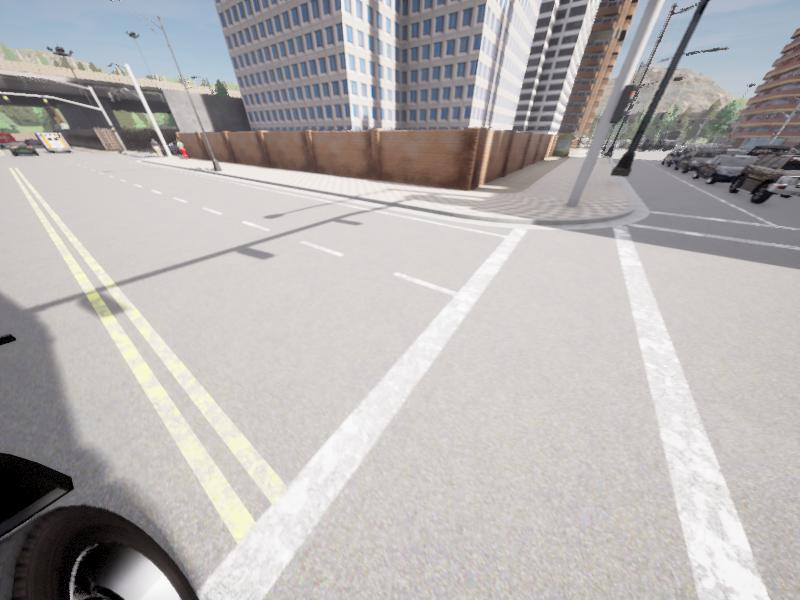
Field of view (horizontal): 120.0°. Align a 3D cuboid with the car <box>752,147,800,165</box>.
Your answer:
[{"bbox_3d":[44.214,-16.985,27.096,1.789,1.549,3.705,22,41,28],"label":"car"}]

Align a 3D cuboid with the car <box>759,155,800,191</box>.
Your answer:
[{"bbox_3d":[23.734,-7.288,13.231,1.812,1.442,4.674,22,41,28],"label":"car"}]

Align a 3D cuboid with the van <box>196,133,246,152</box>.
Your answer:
[{"bbox_3d":[-30.365,-26.839,39.392,1.988,2.561,5.915,22,41,28],"label":"van"}]

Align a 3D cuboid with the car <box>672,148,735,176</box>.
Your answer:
[{"bbox_3d":[24.061,-11.124,18.535,1.851,1.617,3.988,22,41,28],"label":"car"}]

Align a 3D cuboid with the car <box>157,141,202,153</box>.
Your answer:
[{"bbox_3d":[-36.090,-25.244,37.980,1.837,1.490,4.892,23,41,28],"label":"car"}]

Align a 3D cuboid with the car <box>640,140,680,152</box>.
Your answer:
[{"bbox_3d":[58.954,-35.147,52.586,5.566,2.045,2.150,22,41,28],"label":"car"}]

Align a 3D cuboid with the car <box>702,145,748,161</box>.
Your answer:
[{"bbox_3d":[43.214,-19.704,30.880,2.033,1.649,4.856,22,41,28],"label":"car"}]

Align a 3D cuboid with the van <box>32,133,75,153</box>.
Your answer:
[{"bbox_3d":[-53.815,-24.372,35.847,6.366,2.431,2.351,22,41,27],"label":"van"}]

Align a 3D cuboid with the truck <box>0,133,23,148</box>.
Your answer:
[{"bbox_3d":[-82.763,-33.584,48.601,5.204,2.467,2.627,22,41,27],"label":"truck"}]

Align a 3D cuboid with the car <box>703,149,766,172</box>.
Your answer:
[{"bbox_3d":[30.914,-13.147,21.571,1.837,1.490,4.892,22,41,28],"label":"car"}]

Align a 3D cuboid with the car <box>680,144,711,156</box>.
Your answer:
[{"bbox_3d":[50.925,-25.906,39.905,2.007,1.525,4.514,22,41,28],"label":"car"}]

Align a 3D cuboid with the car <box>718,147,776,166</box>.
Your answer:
[{"bbox_3d":[39.325,-16.494,26.388,2.128,1.511,4.902,22,41,28],"label":"car"}]

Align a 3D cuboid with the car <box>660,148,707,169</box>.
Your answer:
[{"bbox_3d":[27.623,-13.962,22.712,1.816,1.474,4.193,22,41,28],"label":"car"}]

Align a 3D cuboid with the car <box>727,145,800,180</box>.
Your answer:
[{"bbox_3d":[27.235,-10.317,17.175,1.905,1.878,3.866,22,41,28],"label":"car"}]

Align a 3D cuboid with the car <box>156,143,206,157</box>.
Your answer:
[{"bbox_3d":[-29.038,-20.049,30.787,1.994,1.385,4.181,18,39,23],"label":"car"}]

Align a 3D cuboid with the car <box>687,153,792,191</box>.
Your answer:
[{"bbox_3d":[20.351,-8.050,14.248,2.163,1.488,4.792,22,41,28],"label":"car"}]

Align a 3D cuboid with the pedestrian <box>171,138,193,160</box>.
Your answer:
[{"bbox_3d":[-22.507,-15.589,23.887,0.751,1.860,0.751,16,38,20],"label":"pedestrian"}]

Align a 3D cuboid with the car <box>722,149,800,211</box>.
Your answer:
[{"bbox_3d":[16.842,-5.319,9.993,1.932,1.855,4.605,24,41,29],"label":"car"}]

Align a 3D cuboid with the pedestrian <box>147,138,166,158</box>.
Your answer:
[{"bbox_3d":[-27.168,-17.011,25.818,0.751,1.860,0.751,-22,41,-29],"label":"pedestrian"}]

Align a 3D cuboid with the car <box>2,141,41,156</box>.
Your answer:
[{"bbox_3d":[-49.611,-19.877,30.256,4.974,1.542,2.038,22,41,27],"label":"car"}]
